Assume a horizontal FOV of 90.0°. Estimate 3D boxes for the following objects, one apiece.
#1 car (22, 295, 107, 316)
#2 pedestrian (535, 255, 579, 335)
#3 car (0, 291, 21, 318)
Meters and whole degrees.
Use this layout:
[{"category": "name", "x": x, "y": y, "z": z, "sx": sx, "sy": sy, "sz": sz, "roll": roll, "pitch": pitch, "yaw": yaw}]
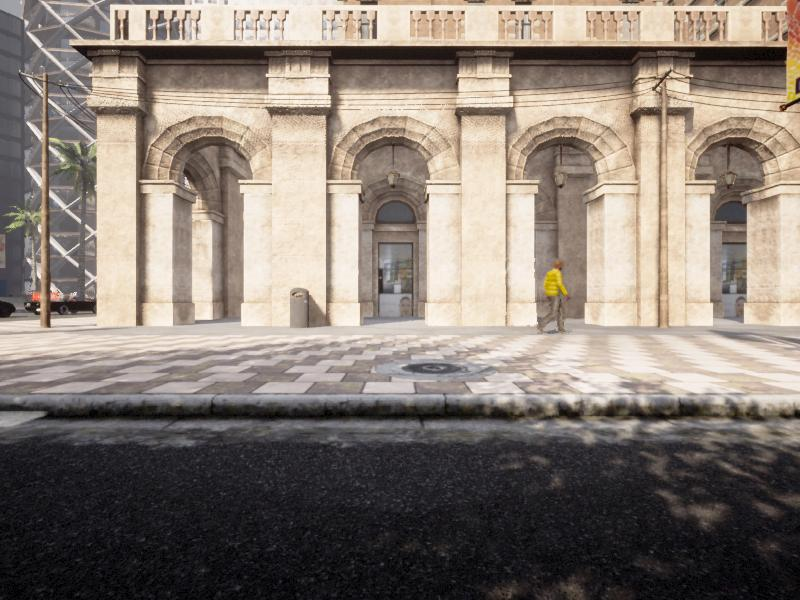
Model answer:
[{"category": "car", "x": -23.035, "y": 0.340, "z": 27.750, "sx": 1.895, "sy": 1.301, "sz": 4.718, "roll": 0, "pitch": 0, "yaw": 0}, {"category": "pedestrian", "x": 3.751, "y": -0.115, "z": 9.607, "sx": 0.751, "sy": 1.860, "sz": 0.751, "roll": 0, "pitch": 0, "yaw": 0}, {"category": "car", "x": -23.029, "y": 0.251, "z": 21.246, "sx": 1.816, "sy": 1.474, "sz": 4.193, "roll": 0, "pitch": 0, "yaw": 0}]
